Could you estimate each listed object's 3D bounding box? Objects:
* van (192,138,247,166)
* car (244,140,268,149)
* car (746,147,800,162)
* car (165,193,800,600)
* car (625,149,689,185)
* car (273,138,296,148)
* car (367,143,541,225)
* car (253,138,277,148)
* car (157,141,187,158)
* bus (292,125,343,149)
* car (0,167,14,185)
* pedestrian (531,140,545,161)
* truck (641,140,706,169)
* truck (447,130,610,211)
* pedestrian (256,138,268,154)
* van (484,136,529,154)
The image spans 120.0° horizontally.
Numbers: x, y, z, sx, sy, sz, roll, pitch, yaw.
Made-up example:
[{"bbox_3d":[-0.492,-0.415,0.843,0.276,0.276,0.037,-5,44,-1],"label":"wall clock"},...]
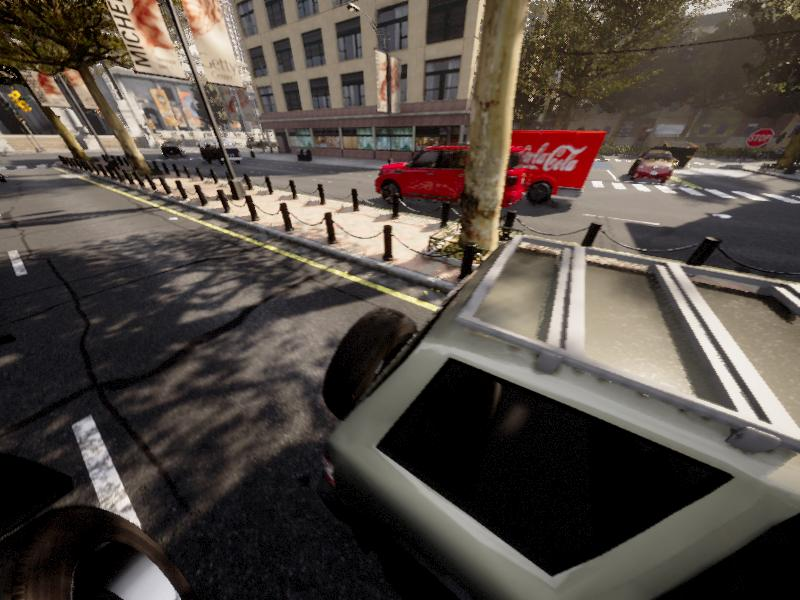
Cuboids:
[{"bbox_3d":[-17.246,-14.175,22.087,4.480,2.038,2.069,19,39,27],"label":"van"},{"bbox_3d":[-32.372,-34.962,51.927,1.970,1.475,3.806,21,40,27],"label":"car"},{"bbox_3d":[47.064,-18.050,28.650,4.181,1.385,1.994,22,41,28],"label":"car"},{"bbox_3d":[1.800,1.042,0.813,4.605,1.855,1.932,21,40,26],"label":"car"},{"bbox_3d":[16.259,-8.665,14.915,1.851,1.617,3.988,23,41,28],"label":"car"},{"bbox_3d":[-28.355,-38.614,56.819,1.932,1.855,4.605,21,40,27],"label":"car"},{"bbox_3d":[1.680,-4.580,8.634,5.566,2.045,2.150,21,40,26],"label":"car"},{"bbox_3d":[-29.334,-34.212,50.317,1.851,1.617,3.988,21,40,27],"label":"car"},{"bbox_3d":[-30.380,-20.205,30.909,1.930,1.638,5.238,-21,40,-27],"label":"car"},{"bbox_3d":[-18.511,-37.290,52.944,3.944,4.253,10.273,21,40,27],"label":"bus"},{"bbox_3d":[-24.228,-7.099,12.543,4.674,1.442,1.812,12,37,16],"label":"car"},{"bbox_3d":[15.089,-16.394,25.338,0.751,1.860,0.751,20,40,26],"label":"pedestrian"},{"bbox_3d":[27.154,-14.837,23.319,2.390,2.098,6.274,20,40,26],"label":"truck"},{"bbox_3d":[5.168,-5.836,10.075,5.204,2.467,2.627,21,40,26],"label":"truck"},{"bbox_3d":[-19.841,-22.130,33.217,0.751,1.860,0.751,24,41,29],"label":"pedestrian"},{"bbox_3d":[18.337,-26.957,40.151,6.366,2.431,2.351,21,40,26],"label":"van"}]
